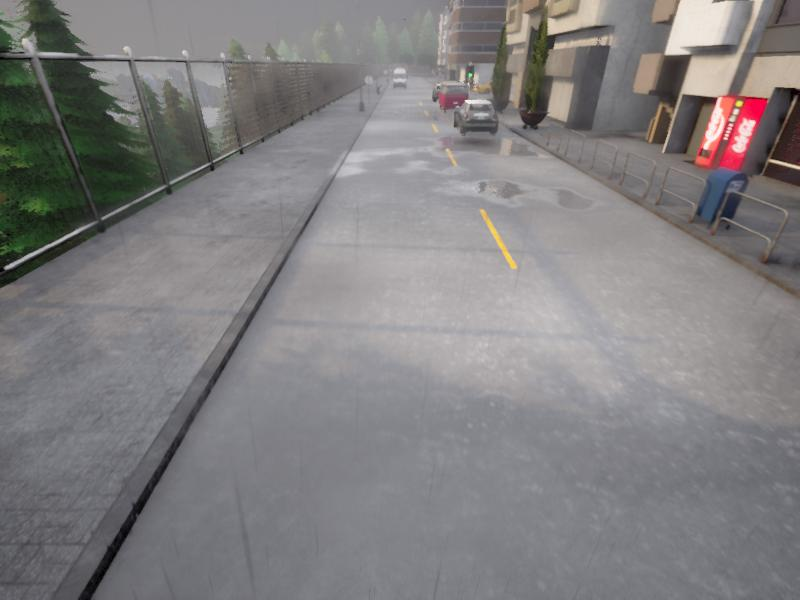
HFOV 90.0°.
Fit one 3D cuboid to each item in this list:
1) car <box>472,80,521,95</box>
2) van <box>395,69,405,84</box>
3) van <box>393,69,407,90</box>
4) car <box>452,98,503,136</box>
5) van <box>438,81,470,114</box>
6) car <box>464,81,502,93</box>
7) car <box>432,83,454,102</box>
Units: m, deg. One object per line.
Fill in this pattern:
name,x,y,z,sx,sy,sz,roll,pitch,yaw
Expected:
car,11.639,-25.853,48.621,5.366,1.575,1.801,-5,31,-8
van,-0.023,-45.069,80.464,1.988,2.561,5.915,0,30,0
van,-0.025,-33.300,60.317,1.988,2.561,5.915,0,30,0
car,3.991,-9.817,21.300,1.970,1.475,3.806,0,30,0
van,3.984,-15.424,30.370,1.775,1.987,4.442,0,30,0
car,10.876,-27.976,52.486,4.718,1.301,1.895,7,31,12
car,4.265,-20.813,40.083,1.970,1.475,3.806,2,30,4
